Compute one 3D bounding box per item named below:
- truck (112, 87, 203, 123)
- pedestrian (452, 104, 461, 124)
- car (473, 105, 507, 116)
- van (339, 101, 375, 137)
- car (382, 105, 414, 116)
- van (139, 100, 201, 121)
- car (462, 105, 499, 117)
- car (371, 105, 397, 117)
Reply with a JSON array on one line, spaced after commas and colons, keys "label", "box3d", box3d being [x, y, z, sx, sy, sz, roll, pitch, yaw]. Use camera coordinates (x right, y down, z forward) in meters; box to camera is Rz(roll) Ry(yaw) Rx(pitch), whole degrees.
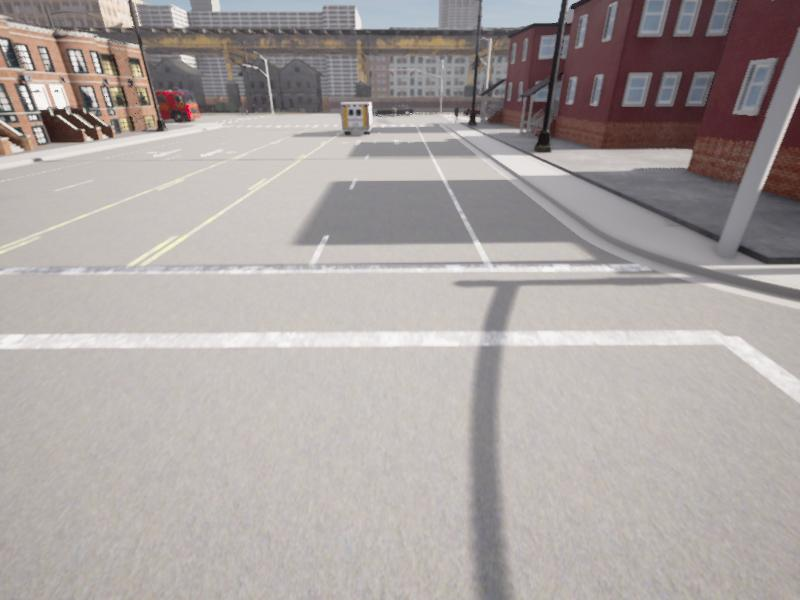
[{"label": "truck", "box3d": [-29.404, -23.783, 48.852, 8.468, 3.827, 2.891, 0, 27, 0]}, {"label": "pedestrian", "box3d": [6.056, -19.885, 42.722, 0.751, 1.860, 0.751, -1, 27, -1]}, {"label": "car", "box3d": [13.877, -29.309, 61.778, 4.674, 1.442, 1.812, 0, 27, 0]}, {"label": "van", "box3d": [-3.530, -15.539, 34.143, 2.351, 2.431, 6.366, 0, 27, 0]}, {"label": "car", "box3d": [-0.258, -29.277, 61.789, 4.892, 1.490, 1.837, 0, 27, 0]}, {"label": "van", "box3d": [-29.952, -24.789, 52.335, 6.366, 2.431, 2.351, 0, 27, 1]}, {"label": "car", "box3d": [11.753, -27.705, 58.583, 5.008, 1.535, 1.882, -1, 27, -1]}, {"label": "car", "box3d": [-2.315, -27.690, 58.667, 3.705, 1.549, 1.789, 0, 27, 0]}]
